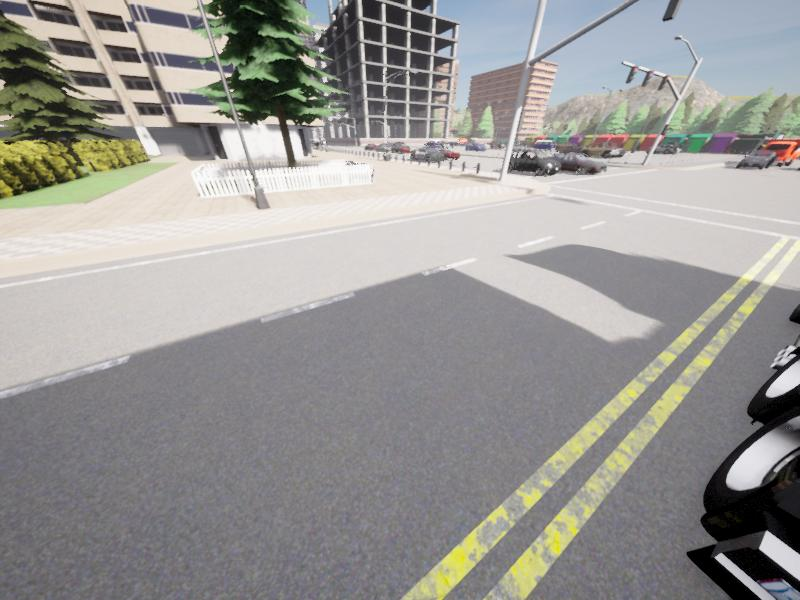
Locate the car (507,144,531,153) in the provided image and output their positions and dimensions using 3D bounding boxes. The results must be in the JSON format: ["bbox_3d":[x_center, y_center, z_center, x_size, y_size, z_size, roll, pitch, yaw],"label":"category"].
[{"bbox_3d":[24.369,-31.226,47.463,1.970,1.475,3.806,-18,39,-24],"label":"car"}]

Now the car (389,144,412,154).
[{"bbox_3d":[0.017,-28.757,43.966,2.163,1.488,4.792,-18,39,-24],"label":"car"}]

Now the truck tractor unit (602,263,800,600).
[{"bbox_3d":[5.113,-0.296,0.794,6.516,4.208,3.053,-18,39,-24],"label":"truck tractor unit"}]

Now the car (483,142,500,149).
[{"bbox_3d":[24.344,-41.205,61.729,1.784,1.438,3.905,-18,39,-24],"label":"car"}]

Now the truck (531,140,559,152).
[{"bbox_3d":[31.877,-33.972,50.862,2.069,2.038,4.478,-18,39,-24],"label":"truck"}]

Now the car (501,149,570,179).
[{"bbox_3d":[10.331,-10.653,17.940,1.851,1.617,3.988,-18,39,-25],"label":"car"}]

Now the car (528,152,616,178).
[{"bbox_3d":[13.856,-11.284,19.054,2.033,1.411,5.357,-20,40,-26],"label":"car"}]

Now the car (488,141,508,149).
[{"bbox_3d":[26.646,-42.162,62.747,1.932,1.855,4.605,-18,39,-24],"label":"car"}]

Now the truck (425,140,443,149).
[{"bbox_3d":[8.764,-40.582,60.204,2.069,2.038,4.478,-18,39,-24],"label":"truck"}]

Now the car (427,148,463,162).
[{"bbox_3d":[5.734,-19.046,30.228,1.895,1.301,4.718,-18,39,-24],"label":"car"}]

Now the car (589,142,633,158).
[{"bbox_3d":[30.739,-21.977,33.812,1.905,1.878,3.866,-18,39,-24],"label":"car"}]

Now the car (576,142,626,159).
[{"bbox_3d":[28.203,-21.188,32.659,1.932,1.855,4.605,-18,39,-24],"label":"car"}]

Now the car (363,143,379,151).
[{"bbox_3d":[-6.682,-35.356,53.427,1.812,1.442,4.674,-18,39,-24],"label":"car"}]

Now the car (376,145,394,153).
[{"bbox_3d":[-3.179,-31.841,48.533,1.895,1.301,4.718,-18,39,-24],"label":"car"}]

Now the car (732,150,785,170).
[{"bbox_3d":[34.682,-13.576,22.354,3.633,1.501,1.845,-18,39,-24],"label":"car"}]

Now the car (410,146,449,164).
[{"bbox_3d":[3.394,-17.471,27.742,2.038,1.542,4.974,-18,39,-24],"label":"car"}]

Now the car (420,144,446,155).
[{"bbox_3d":[5.890,-26.964,41.380,1.882,1.535,5.008,-18,39,-24],"label":"car"}]

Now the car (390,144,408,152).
[{"bbox_3d":[-0.303,-33.041,50.143,1.812,1.442,4.674,-18,39,-24],"label":"car"}]

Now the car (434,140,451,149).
[{"bbox_3d":[11.238,-41.358,61.498,1.932,1.855,4.605,-18,39,-24],"label":"car"}]

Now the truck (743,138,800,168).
[{"bbox_3d":[40.632,-15.827,24.813,5.204,2.467,2.627,-17,38,-24],"label":"truck"}]

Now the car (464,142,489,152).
[{"bbox_3d":[16.283,-32.893,49.679,2.242,1.667,4.611,-18,39,-24],"label":"car"}]

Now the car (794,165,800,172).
[{"bbox_3d":[38.925,-12.676,21.008,5.027,1.651,2.152,-18,39,-24],"label":"car"}]

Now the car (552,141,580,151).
[{"bbox_3d":[38.970,-36.246,54.334,1.932,1.855,4.605,-18,39,-24],"label":"car"}]

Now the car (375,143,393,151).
[{"bbox_3d":[-3.943,-36.624,55.306,2.033,1.411,5.357,-18,39,-24],"label":"car"}]

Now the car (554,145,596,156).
[{"bbox_3d":[29.879,-25.754,39.635,2.033,1.415,5.357,-18,39,-24],"label":"car"}]
